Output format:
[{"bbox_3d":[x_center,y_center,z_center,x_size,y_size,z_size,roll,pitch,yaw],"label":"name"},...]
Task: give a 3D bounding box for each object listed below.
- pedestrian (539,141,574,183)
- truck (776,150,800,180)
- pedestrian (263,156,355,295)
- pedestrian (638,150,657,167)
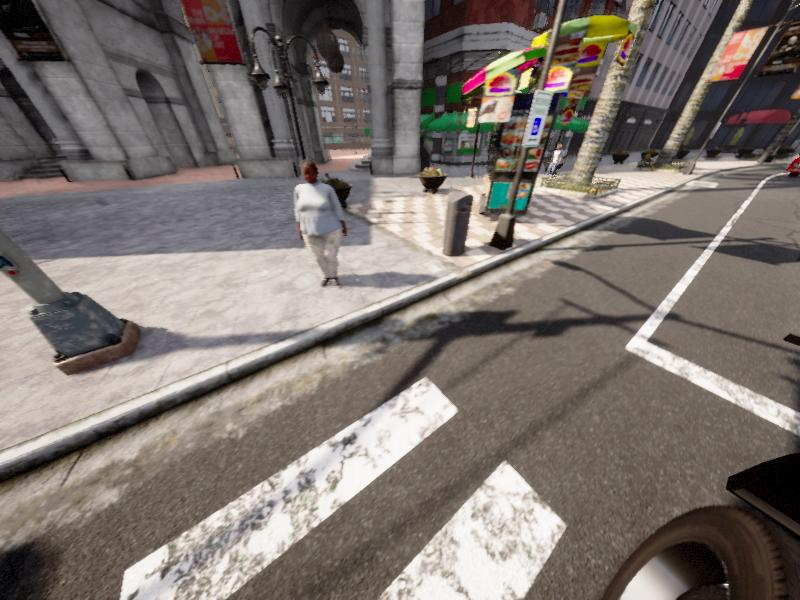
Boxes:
[{"bbox_3d":[8.423,-7.478,12.519,0.751,1.860,0.751,-21,40,-26],"label":"pedestrian"},{"bbox_3d":[28.286,-9.553,13.912,8.468,3.827,2.891,-15,38,-20],"label":"truck"},{"bbox_3d":[-1.210,-1.069,3.509,0.751,1.860,0.751,-2,35,-2],"label":"pedestrian"},{"bbox_3d":[20.156,-11.535,18.839,0.500,1.100,0.500,-11,36,-14],"label":"pedestrian"}]
